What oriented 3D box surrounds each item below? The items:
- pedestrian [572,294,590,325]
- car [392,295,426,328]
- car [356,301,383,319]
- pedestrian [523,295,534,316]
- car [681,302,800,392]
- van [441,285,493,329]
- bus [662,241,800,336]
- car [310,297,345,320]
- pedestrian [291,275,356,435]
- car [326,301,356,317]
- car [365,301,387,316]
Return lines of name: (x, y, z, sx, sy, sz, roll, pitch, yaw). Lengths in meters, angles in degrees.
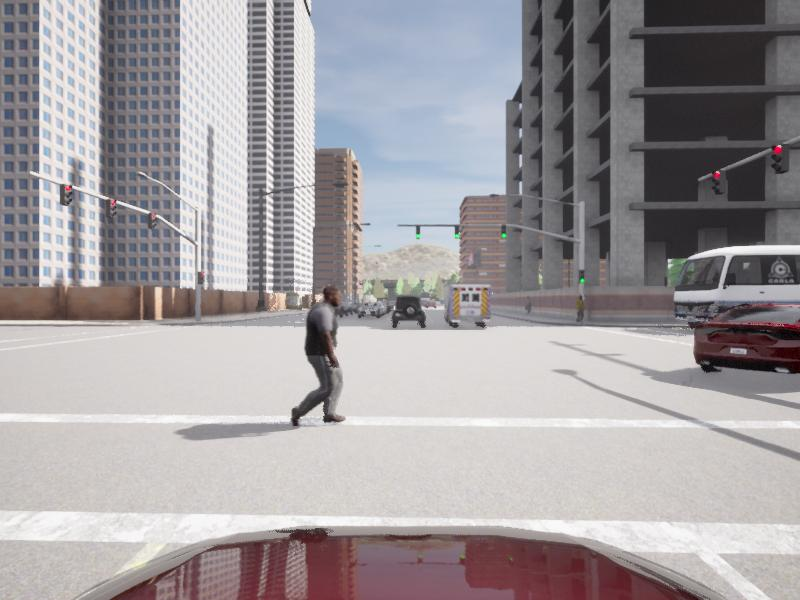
pedestrian: (10.799, 0.567, 23.931, 0.751, 1.860, 0.751, 0, 0, -1)
car: (0.531, 0.646, 24.336, 1.905, 1.878, 3.866, 0, 0, 1)
car: (-2.632, 0.853, 35.718, 1.970, 1.475, 3.806, 0, 0, 3)
pedestrian: (11.656, 0.487, 36.319, 0.751, 1.860, 0.751, 0, 0, 5)
car: (8.524, 0.823, 8.846, 5.008, 1.535, 1.882, 0, -1, -31)
van: (4.058, 0.378, 25.465, 2.351, 2.431, 6.366, 0, 0, 1)
bus: (19.458, -0.535, 19.841, 10.273, 4.253, 3.944, 0, 0, 2)
car: (-6.157, 0.652, 34.515, 1.932, 1.855, 4.605, 0, 0, 4)
pedestrian: (-0.961, 0.637, 5.076, 0.751, 1.860, 0.751, 0, 0, -9)
car: (-5.941, 0.851, 40.663, 2.163, 1.488, 4.792, 0, 0, 2)
car: (-2.409, 0.870, 41.427, 1.812, 1.442, 4.674, 0, 0, 2)
